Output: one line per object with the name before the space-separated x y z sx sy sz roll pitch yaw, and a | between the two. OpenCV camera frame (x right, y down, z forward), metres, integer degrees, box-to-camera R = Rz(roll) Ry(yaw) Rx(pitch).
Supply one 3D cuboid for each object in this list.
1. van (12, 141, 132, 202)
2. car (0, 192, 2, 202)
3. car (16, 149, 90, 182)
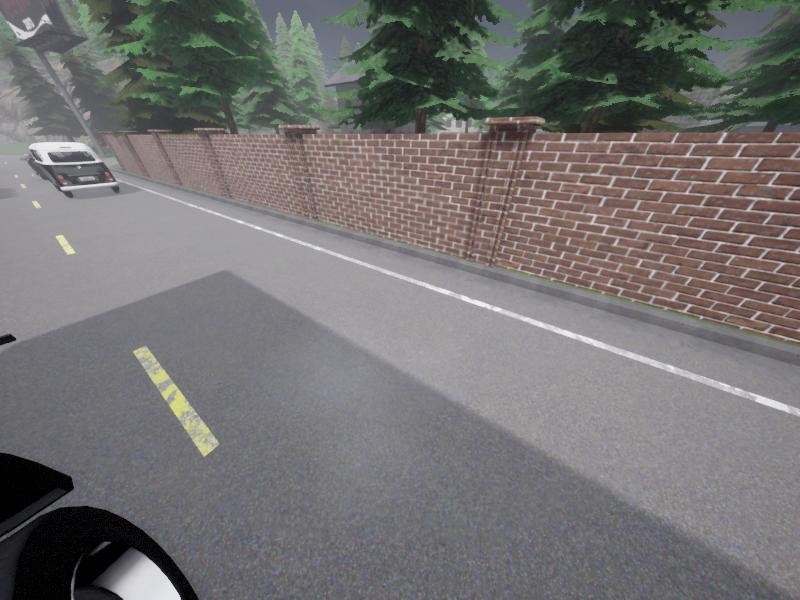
van | -15.201 -6.138 10.754 4.480 2.038 2.069 22 40 27
car | -18.934 -4.905 9.559 4.181 1.385 1.994 22 40 27
car | -22.801 -8.948 15.164 4.892 1.490 1.837 22 41 27
